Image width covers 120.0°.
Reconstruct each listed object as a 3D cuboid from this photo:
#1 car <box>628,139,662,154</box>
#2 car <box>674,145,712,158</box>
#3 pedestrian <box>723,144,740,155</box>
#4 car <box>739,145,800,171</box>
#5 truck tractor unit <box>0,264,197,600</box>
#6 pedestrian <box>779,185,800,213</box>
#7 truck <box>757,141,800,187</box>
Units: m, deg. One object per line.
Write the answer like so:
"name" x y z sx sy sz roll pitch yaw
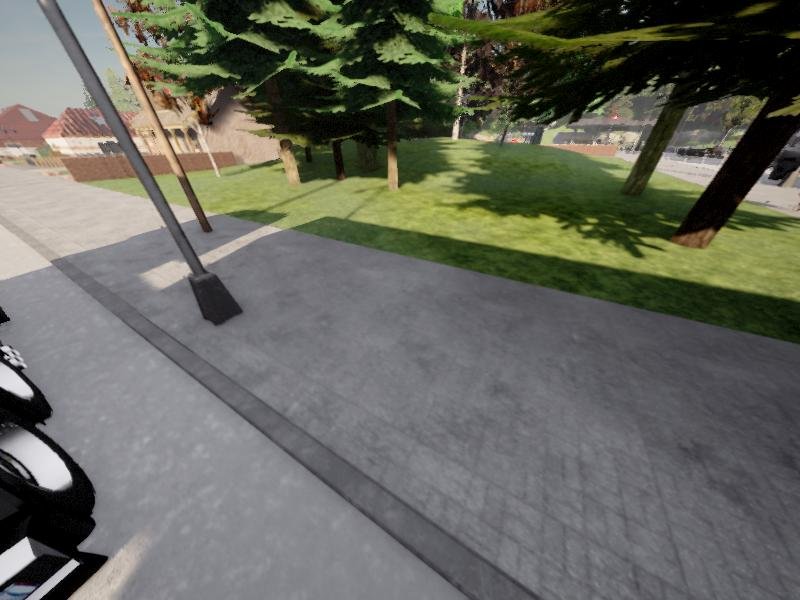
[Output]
"car" 43.061 -27.101 40.777 2.152 1.651 5.027 15 30 21
"car" 42.466 -21.665 33.615 1.895 1.301 4.718 17 39 24
"pedestrian" 50.269 -22.850 35.017 0.751 1.300 0.751 12 37 17
"car" 33.504 -12.618 20.392 1.930 1.638 5.238 17 39 24
"truck tractor unit" -5.111 -0.299 0.781 6.516 4.208 3.053 18 39 24
"pedestrian" 13.970 -3.607 7.873 0.500 1.100 0.500 21 40 28
"truck" 23.330 -7.054 12.090 2.390 2.098 6.274 17 39 24
